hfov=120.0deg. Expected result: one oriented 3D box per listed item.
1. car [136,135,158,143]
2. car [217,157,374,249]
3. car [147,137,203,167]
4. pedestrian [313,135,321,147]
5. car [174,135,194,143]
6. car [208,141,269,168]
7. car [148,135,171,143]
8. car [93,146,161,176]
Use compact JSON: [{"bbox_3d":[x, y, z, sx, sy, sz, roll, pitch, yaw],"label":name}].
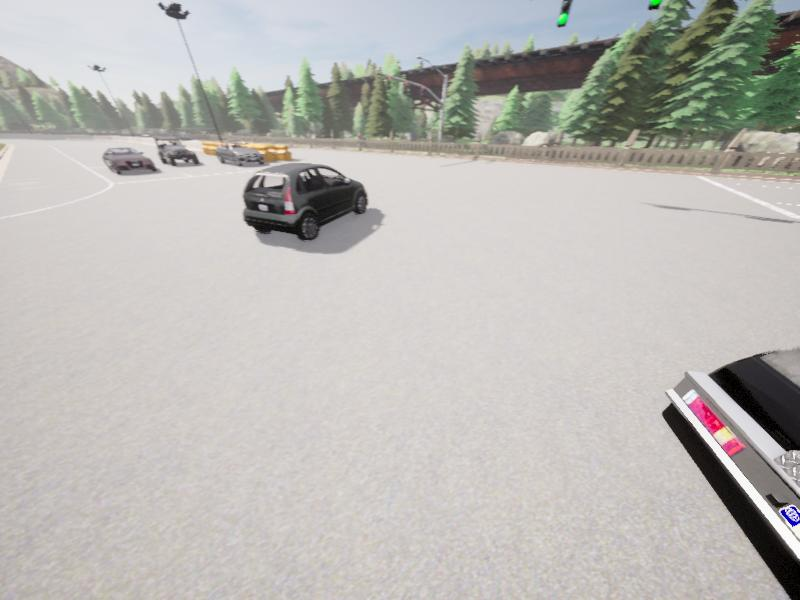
[{"bbox_3d":[-59.161,-37.675,54.021,3.806,1.475,1.970,20,40,25],"label":"car"},{"bbox_3d":[-2.535,-3.158,6.896,1.851,1.617,3.988,13,37,17],"label":"car"},{"bbox_3d":[-18.640,-12.345,19.141,3.866,1.878,1.905,24,42,29],"label":"car"},{"bbox_3d":[-16.174,-30.993,45.011,0.751,1.860,0.751,26,42,30],"label":"pedestrian"},{"bbox_3d":[-54.840,-40.869,58.570,4.892,1.490,1.837,20,40,26],"label":"car"},{"bbox_3d":[-13.950,-12.670,19.933,5.027,1.651,2.152,24,42,29],"label":"car"},{"bbox_3d":[-60.089,-40.375,57.735,4.974,1.542,2.038,19,39,23],"label":"car"},{"bbox_3d":[-18.342,-9.441,15.534,4.181,1.385,1.994,24,42,29],"label":"car"}]
